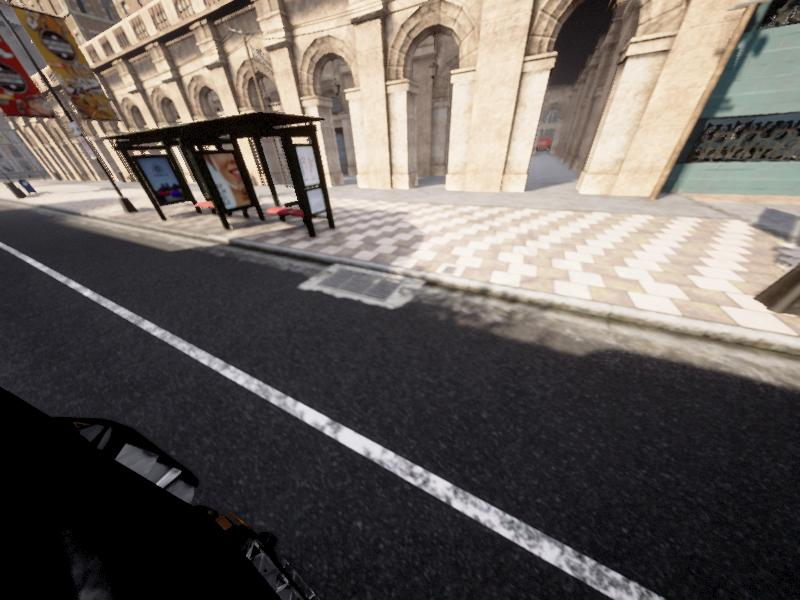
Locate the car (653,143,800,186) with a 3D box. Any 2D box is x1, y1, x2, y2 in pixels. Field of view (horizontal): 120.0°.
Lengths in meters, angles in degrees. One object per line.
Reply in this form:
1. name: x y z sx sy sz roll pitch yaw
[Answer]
1. car: 15.842 -6.361 10.828 4.786 1.482 2.161 13 37 23
